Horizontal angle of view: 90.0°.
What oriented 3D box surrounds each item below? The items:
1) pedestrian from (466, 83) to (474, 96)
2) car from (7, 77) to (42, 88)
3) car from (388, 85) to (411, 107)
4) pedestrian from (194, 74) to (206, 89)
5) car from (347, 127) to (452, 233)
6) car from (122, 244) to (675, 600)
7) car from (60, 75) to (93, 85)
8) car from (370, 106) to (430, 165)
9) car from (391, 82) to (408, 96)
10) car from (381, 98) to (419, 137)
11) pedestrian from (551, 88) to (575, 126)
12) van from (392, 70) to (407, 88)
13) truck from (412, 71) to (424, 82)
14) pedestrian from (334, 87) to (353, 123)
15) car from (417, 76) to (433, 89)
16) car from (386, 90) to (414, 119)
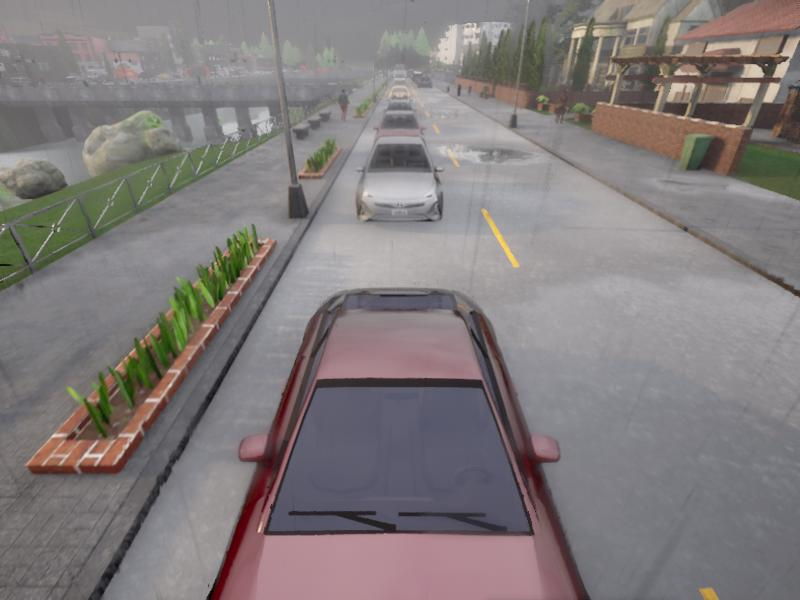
[{"bbox_3d":[7.912,-23.915,45.410,0.751,1.300,0.751,4,31,8],"label":"pedestrian"},{"bbox_3d":[-61.713,-35.766,65.847,1.970,1.475,3.806,0,30,0],"label":"car"},{"bbox_3d":[-0.017,-18.329,35.867,1.882,1.535,5.008,0,30,0],"label":"car"},{"bbox_3d":[-27.674,-30.189,55.318,0.751,1.860,0.751,2,30,4],"label":"pedestrian"},{"bbox_3d":[-0.008,-3.195,9.971,2.007,1.525,4.514,0,30,0],"label":"car"},{"bbox_3d":[-0.005,1.024,2.929,1.994,1.385,4.181,0,30,0],"label":"car"},{"bbox_3d":[-61.721,-42.074,76.399,1.930,1.638,5.238,0,30,0],"label":"car"},{"bbox_3d":[-0.009,-6.624,15.841,2.007,1.525,4.514,0,30,0],"label":"car"},{"bbox_3d":[-0.023,-25.836,48.883,1.994,1.385,4.181,0,30,0],"label":"car"},{"bbox_3d":[-0.012,-9.757,21.255,1.816,1.474,4.193,0,30,0],"label":"car"},{"bbox_3d":[9.155,-10.883,22.547,0.751,1.860,0.751,0,30,1],"label":"pedestrian"},{"bbox_3d":[-0.030,-37.097,67.102,2.351,2.431,6.366,0,30,0],"label":"van"},{"bbox_3d":[3.963,-50.512,90.396,2.390,2.098,6.274,0,30,0],"label":"truck"},{"bbox_3d":[-3.317,-11.506,23.611,0.751,1.860,0.751,6,31,10],"label":"pedestrian"},{"bbox_3d":[3.972,-35.318,64.853,2.242,1.667,4.611,0,30,0],"label":"car"},{"bbox_3d":[-0.016,-13.660,27.879,1.845,1.501,3.633,0,31,0],"label":"car"}]
